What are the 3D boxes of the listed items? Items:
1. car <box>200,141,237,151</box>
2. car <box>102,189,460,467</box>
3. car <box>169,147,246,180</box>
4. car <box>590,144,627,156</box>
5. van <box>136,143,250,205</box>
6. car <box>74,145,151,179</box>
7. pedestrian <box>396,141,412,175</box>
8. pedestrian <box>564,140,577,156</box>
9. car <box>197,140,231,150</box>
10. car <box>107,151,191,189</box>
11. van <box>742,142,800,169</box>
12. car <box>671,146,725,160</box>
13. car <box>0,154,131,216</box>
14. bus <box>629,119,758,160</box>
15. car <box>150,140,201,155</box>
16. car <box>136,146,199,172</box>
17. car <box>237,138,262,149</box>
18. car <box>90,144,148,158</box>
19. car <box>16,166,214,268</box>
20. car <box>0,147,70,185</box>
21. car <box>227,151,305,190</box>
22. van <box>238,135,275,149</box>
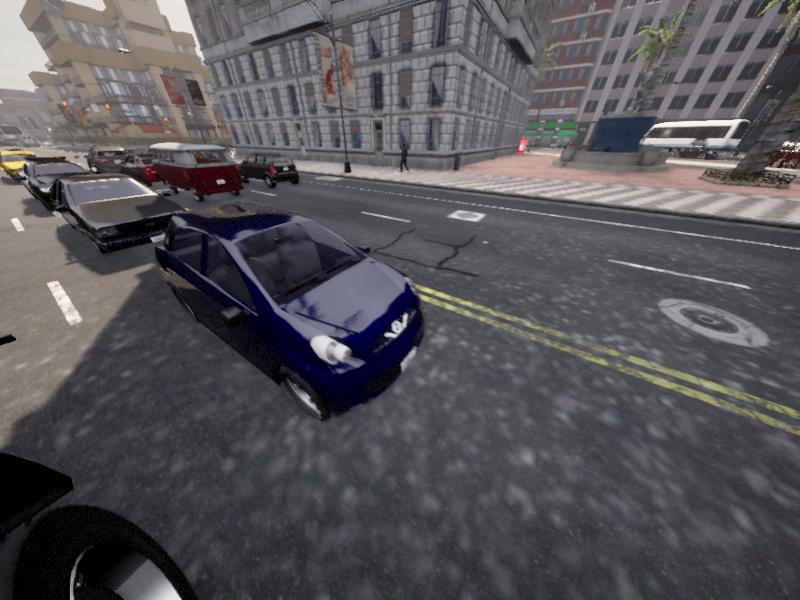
[{"bbox_3d":[-36.135,-30.844,46.151,2.033,1.411,5.357,20,40,26],"label":"car"},{"bbox_3d":[-1.426,-0.248,2.923,3.633,1.501,1.845,21,40,27],"label":"car"},{"bbox_3d":[-13.340,-9.566,15.996,5.366,1.575,1.801,20,40,26],"label":"car"},{"bbox_3d":[32.850,-23.754,36.541,1.845,1.501,3.633,-19,39,-26],"label":"car"},{"bbox_3d":[-9.152,-5.752,10.270,4.442,1.987,1.775,21,40,26],"label":"van"},{"bbox_3d":[-19.751,-9.575,15.878,4.611,1.667,2.242,23,41,29],"label":"car"},{"bbox_3d":[0.258,-9.510,15.478,0.751,1.860,0.751,25,42,31],"label":"pedestrian"},{"bbox_3d":[24.420,-21.800,33.106,0.751,1.860,0.751,-18,39,-25],"label":"pedestrian"},{"bbox_3d":[-38.682,-32.338,48.173,2.163,1.488,4.792,21,40,26],"label":"car"},{"bbox_3d":[-14.174,-7.437,13.061,4.193,1.474,1.816,20,40,26],"label":"car"},{"bbox_3d":[37.810,-14.068,22.398,2.069,2.038,4.480,0,35,-1],"label":"van"},{"bbox_3d":[39.686,-19.717,30.914,1.970,1.475,3.806,-11,37,-15],"label":"car"},{"bbox_3d":[-13.472,-4.788,9.262,4.974,1.542,2.038,21,40,26],"label":"car"},{"bbox_3d":[41.773,-23.508,33.901,3.944,4.253,10.273,-11,37,-17],"label":"bus"},{"bbox_3d":[-34.664,-23.742,35.876,1.930,1.638,5.238,21,40,26],"label":"car"},{"bbox_3d":[-19.136,-11.689,19.007,4.514,1.525,2.007,20,40,26],"label":"car"},{"bbox_3d":[-34.624,-36.116,53.228,1.905,1.878,3.866,21,40,26],"label":"car"},{"bbox_3d":[-35.641,-19.031,29.422,1.994,1.385,4.181,21,40,26],"label":"car"},{"bbox_3d":[-7.815,-2.591,6.310,5.357,1.411,2.033,21,40,26],"label":"car"},{"bbox_3d":[-22.681,-8.248,14.050,5.366,1.575,1.801,20,40,26],"label":"car"},{"bbox_3d":[-7.434,-7.329,12.894,3.705,1.549,1.789,21,40,26],"label":"car"},{"bbox_3d":[-31.779,-35.153,51.402,2.351,2.431,6.366,21,40,26],"label":"van"}]
